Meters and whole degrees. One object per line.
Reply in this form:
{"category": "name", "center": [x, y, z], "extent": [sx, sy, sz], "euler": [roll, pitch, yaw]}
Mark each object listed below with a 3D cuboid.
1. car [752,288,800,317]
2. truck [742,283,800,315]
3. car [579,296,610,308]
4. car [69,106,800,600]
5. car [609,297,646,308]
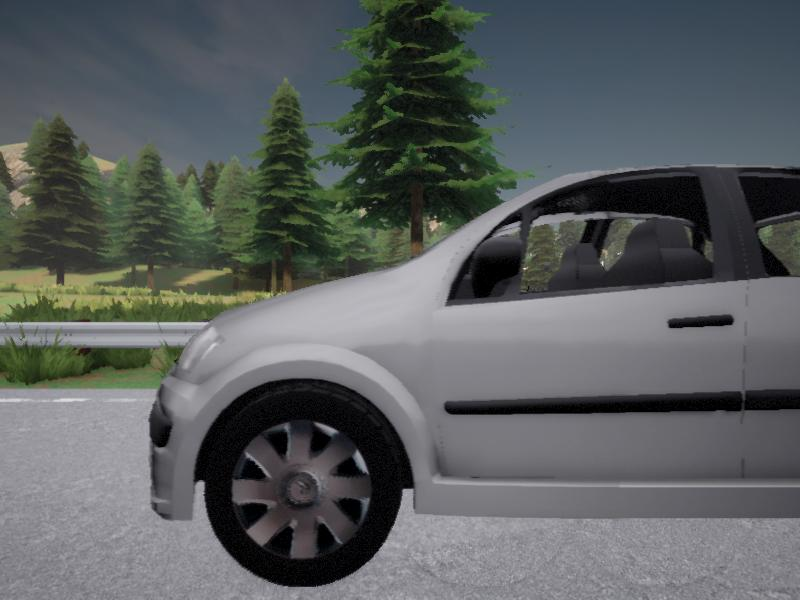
{"category": "car", "center": [24.080, 0.124, 23.781], "extent": [2.242, 1.667, 4.611], "euler": [0, 0, -1]}
{"category": "truck", "center": [27.512, -0.090, 27.618], "extent": [2.390, 2.098, 6.274], "euler": [0, 0, -1]}
{"category": "car", "center": [24.040, 0.223, 49.600], "extent": [1.816, 1.474, 4.193], "euler": [0, 0, 1]}
{"category": "car", "center": [0.939, 0.188, 2.202], "extent": [3.988, 1.617, 1.851], "euler": [0, 0, 0]}
{"category": "car", "center": [27.532, 0.312, 48.693], "extent": [1.895, 1.301, 4.718], "euler": [0, 0, 1]}
